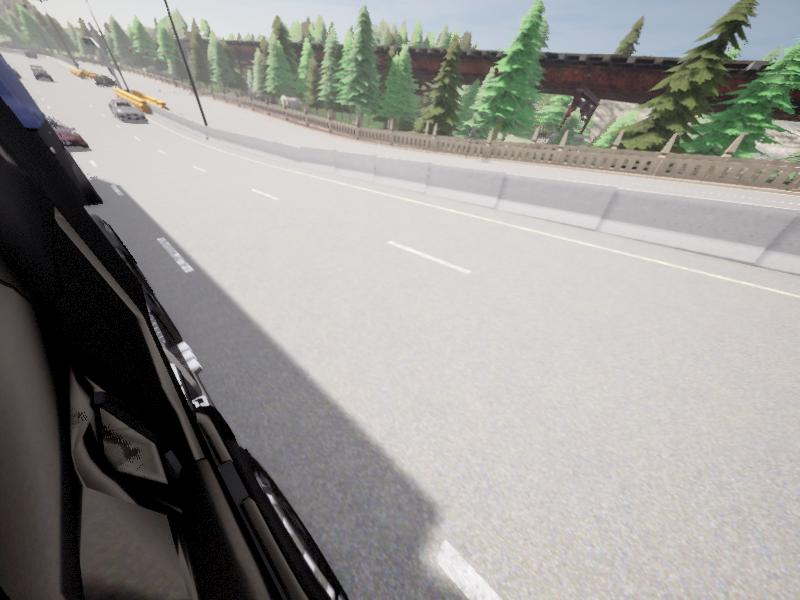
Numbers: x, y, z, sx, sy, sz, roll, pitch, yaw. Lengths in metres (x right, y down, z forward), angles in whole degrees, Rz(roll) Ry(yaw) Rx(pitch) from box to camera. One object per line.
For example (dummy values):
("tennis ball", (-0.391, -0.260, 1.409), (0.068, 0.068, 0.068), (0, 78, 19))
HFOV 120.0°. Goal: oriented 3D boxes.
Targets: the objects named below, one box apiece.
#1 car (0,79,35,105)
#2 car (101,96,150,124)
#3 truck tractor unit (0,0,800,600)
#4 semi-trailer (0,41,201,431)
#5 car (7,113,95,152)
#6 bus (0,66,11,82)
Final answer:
("car", (-41.879, -22.594, 25.024), (5.366, 1.575, 1.801), (34, 46, 25))
("car", (-29.728, -20.578, 25.060), (5.027, 1.651, 2.152), (33, 46, 25))
("truck tractor unit", (-2.645, -0.295, 0.352), (6.516, 4.208, 3.053), (28, 44, 30))
("semi-trailer", (-8.695, -3.608, 4.229), (14.254, 4.402, 2.717), (28, 44, 30))
("car", (-21.153, -10.195, 14.060), (3.633, 1.501, 1.845), (23, 41, 20))
("bus", (-62.796, -32.904, 30.722), (3.944, 4.253, 10.273), (30, 45, 22))
